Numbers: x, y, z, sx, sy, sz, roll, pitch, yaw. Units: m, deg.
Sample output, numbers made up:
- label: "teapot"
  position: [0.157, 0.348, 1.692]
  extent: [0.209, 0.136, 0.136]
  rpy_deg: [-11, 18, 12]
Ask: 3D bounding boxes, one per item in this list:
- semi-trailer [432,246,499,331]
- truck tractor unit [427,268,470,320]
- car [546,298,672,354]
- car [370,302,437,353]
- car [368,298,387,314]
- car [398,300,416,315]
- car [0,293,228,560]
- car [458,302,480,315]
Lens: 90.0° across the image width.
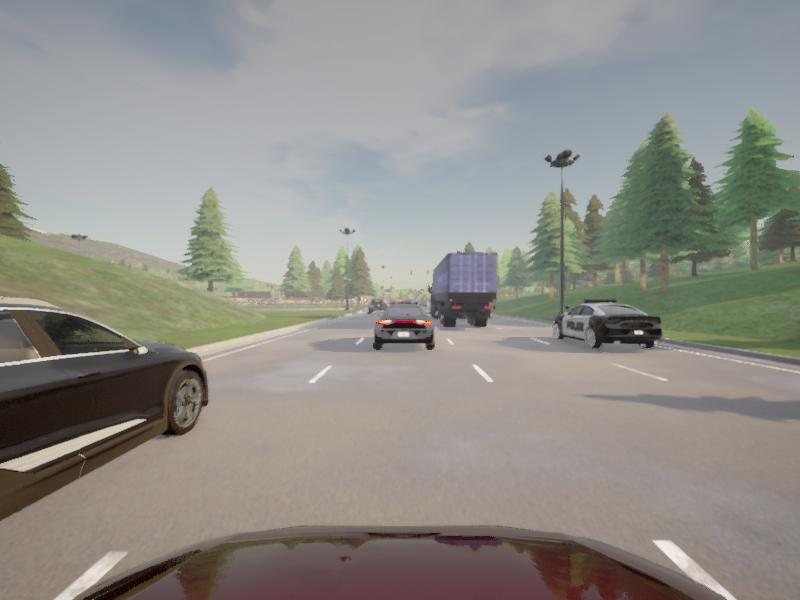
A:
- label: "semi-trailer"
  position: [3.956, -0.597, 27.856]
  extent: [2.717, 4.402, 14.254]
  rpy_deg: [0, 0, 1]
- label: "truck tractor unit"
  position: [4.154, -0.500, 35.778]
  extent: [3.053, 4.208, 6.516]
  rpy_deg: [1, 0, 1]
- label: "car"
  position: [7.170, 0.785, 14.501]
  extent: [1.930, 1.638, 5.238]
  rpy_deg: [0, 0, 1]
- label: "car"
  position: [0.171, 0.843, 14.643]
  extent: [2.038, 1.542, 4.974]
  rpy_deg: [0, 0, 1]
- label: "car"
  position: [-2.633, 0.697, 47.457]
  extent: [1.932, 1.855, 4.605]
  rpy_deg: [0, 0, 1]
- label: "car"
  position: [0.850, 0.816, 46.578]
  extent: [1.930, 1.638, 5.238]
  rpy_deg: [0, 0, 1]
- label: "car"
  position: [-3.479, 0.781, 3.269]
  extent: [2.033, 1.649, 4.856]
  rpy_deg: [0, 0, 0]
- label: "car"
  position: [7.836, 0.914, 45.883]
  extent: [1.812, 1.442, 4.674]
  rpy_deg: [0, 0, 1]
